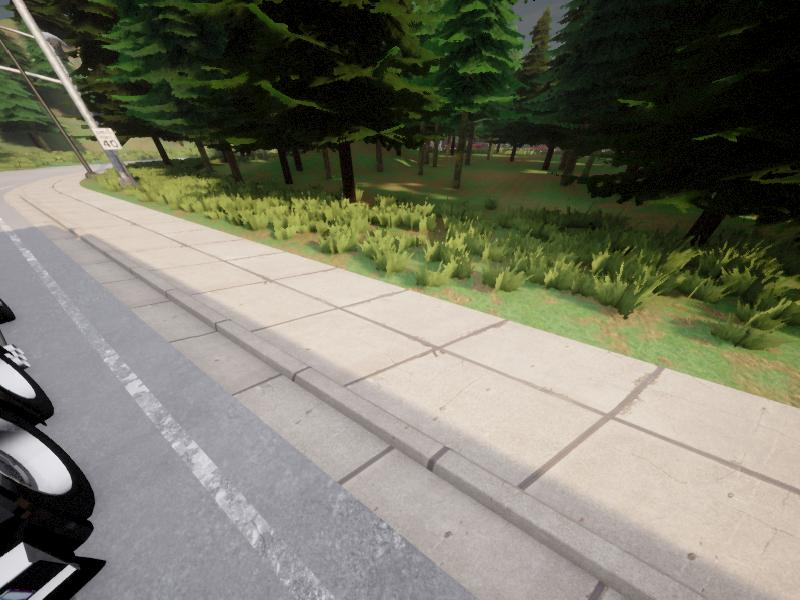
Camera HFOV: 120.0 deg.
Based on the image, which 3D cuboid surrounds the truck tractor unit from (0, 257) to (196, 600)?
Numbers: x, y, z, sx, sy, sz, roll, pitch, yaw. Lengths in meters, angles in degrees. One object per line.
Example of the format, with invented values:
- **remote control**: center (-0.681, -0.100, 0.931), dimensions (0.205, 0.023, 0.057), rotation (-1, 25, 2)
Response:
- **truck tractor unit**: center (-5.099, -0.312, 0.797), dimensions (6.516, 4.208, 3.053), rotation (19, 39, 25)
